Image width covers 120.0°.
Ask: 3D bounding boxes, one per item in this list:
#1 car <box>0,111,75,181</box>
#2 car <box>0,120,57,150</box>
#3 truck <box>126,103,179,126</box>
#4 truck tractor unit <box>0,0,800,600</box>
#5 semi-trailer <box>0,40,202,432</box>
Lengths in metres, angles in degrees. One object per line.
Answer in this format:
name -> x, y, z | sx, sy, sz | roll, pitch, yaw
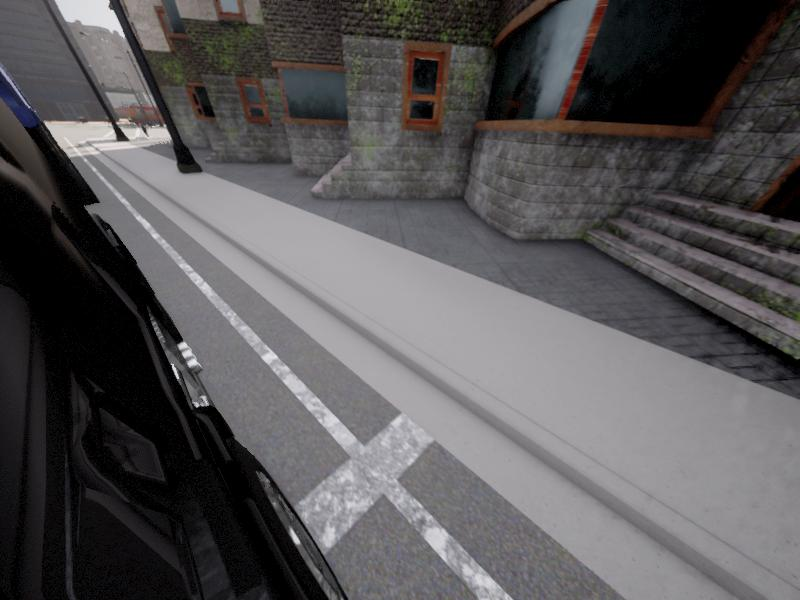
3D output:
car -> -16.343, -6.626, 9.724 | 5.566, 2.045, 2.150 | 27, 44, 30
car -> -26.022, -11.528, 16.067 | 4.674, 1.442, 1.812 | 28, 44, 30
truck -> -55.817, -41.987, 52.524 | 2.891, 3.827, 8.468 | -1, 37, -5
truck tractor unit -> -2.645, -0.295, 0.351 | 6.516, 4.208, 3.053 | 28, 44, 30
semi-trailer -> -8.735, -3.589, 4.178 | 14.254, 4.402, 2.717 | 28, 44, 29
